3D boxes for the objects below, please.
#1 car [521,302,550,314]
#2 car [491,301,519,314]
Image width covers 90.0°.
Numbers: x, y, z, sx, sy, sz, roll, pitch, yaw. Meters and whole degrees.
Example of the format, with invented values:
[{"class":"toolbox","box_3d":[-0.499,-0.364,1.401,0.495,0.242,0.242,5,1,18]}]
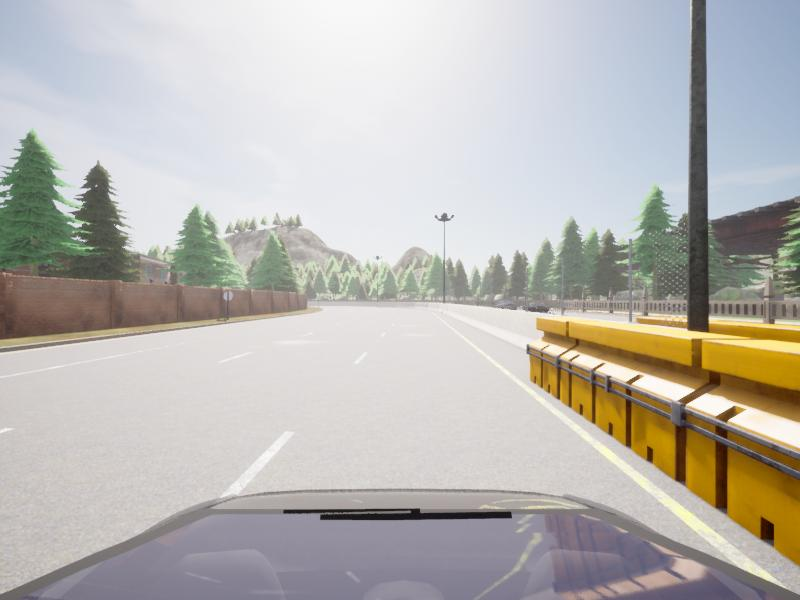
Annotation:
[{"class":"car","box_3d":[16.028,0.944,47.563,1.895,1.301,4.718,0,0,0]},{"class":"car","box_3d":[12.519,0.836,48.075,2.128,1.511,4.902,0,0,0]}]
